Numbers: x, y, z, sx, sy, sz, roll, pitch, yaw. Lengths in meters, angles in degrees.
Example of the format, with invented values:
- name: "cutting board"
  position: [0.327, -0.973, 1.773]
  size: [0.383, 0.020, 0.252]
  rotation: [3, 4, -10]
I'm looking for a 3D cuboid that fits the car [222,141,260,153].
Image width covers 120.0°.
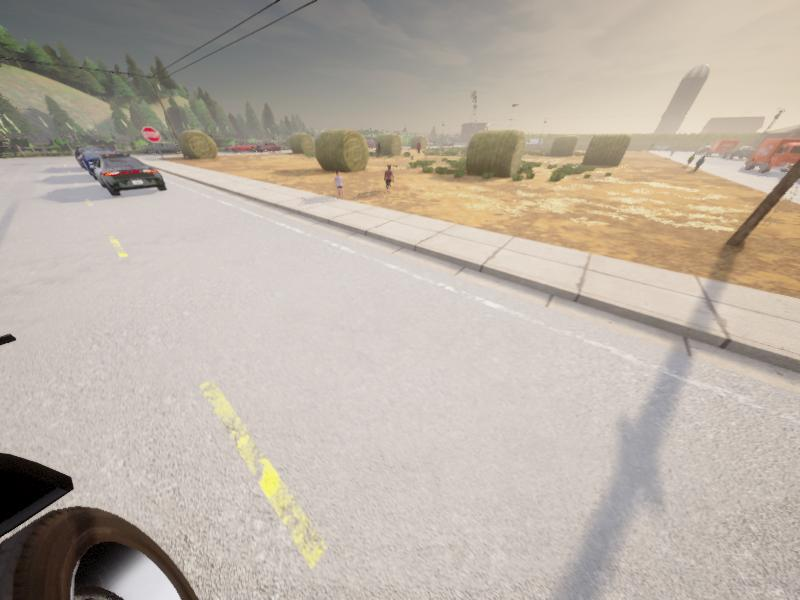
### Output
- name: "car"
  position: [-26.236, -25.297, 38.218]
  size: [2.007, 1.525, 4.514]
  rotation: [27, 43, 33]

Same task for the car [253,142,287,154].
- name: "car"
  position: [-21.482, -25.303, 38.338]
  size: [1.816, 1.474, 4.193]
  rotation: [27, 43, 33]

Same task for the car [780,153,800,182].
- name: "car"
  position: [28.487, -8.805, 15.489]
  size: [1.789, 1.549, 3.705]
  rotation: [24, 41, 30]

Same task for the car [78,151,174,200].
- name: "car"
  position: [-13.536, -6.286, 11.366]
  size: [4.974, 1.542, 2.038]
  rotation: [25, 42, 31]

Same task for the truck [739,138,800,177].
- name: "truck"
  position: [32.475, -12.131, 19.474]
  size: [2.627, 2.467, 5.204]
  rotation: [24, 42, 30]

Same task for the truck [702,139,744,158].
- name: "truck"
  position: [57.005, -26.938, 40.958]
  size: [2.627, 2.467, 5.204]
  rotation: [24, 42, 30]

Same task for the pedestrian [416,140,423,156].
- name: "pedestrian"
  position: [2.695, -21.444, 32.547]
  size: [0.751, 1.860, 0.751]
  rotation: [-1, 35, -2]

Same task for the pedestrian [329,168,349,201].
- name: "pedestrian"
  position: [-2.406, -4.560, 9.133]
  size: [0.500, 1.100, 0.500]
  rotation: [-13, 37, -19]

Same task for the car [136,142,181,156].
- name: "car"
  position: [-33.126, -20.846, 31.820]
  size: [1.970, 1.475, 3.806]
  rotation: [27, 43, 33]

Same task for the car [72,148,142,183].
- name: "car"
  position: [-18.831, -8.762, 14.813]
  size: [5.008, 1.535, 1.882]
  rotation: [25, 42, 31]

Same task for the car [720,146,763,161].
- name: "car"
  position: [50.629, -21.894, 34.398]
  size: [2.152, 1.651, 5.027]
  rotation: [24, 42, 30]

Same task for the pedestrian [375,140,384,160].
- name: "pedestrian"
  position: [-2.342, -17.055, 26.223]
  size: [0.751, 1.860, 0.751]
  rotation: [-15, 38, -21]

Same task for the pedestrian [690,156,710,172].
- name: "pedestrian"
  position: [23.893, -10.847, 18.420]
  size: [0.500, 1.100, 0.500]
  rotation: [-23, 41, -29]

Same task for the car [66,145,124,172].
- name: "car"
  position: [-24.241, -11.279, 18.331]
  size: [4.514, 1.525, 2.007]
  rotation: [25, 42, 31]

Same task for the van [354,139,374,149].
- name: "van"
  position: [-8.409, -36.965, 54.696]
  size: [1.775, 1.987, 4.442]
  rotation: [27, 43, 33]

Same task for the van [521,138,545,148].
- name: "van"
  position: [43.558, -51.596, 75.829]
  size: [5.915, 2.561, 1.988]
  rotation: [25, 42, 31]

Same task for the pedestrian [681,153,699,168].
- name: "pedestrian"
  position: [26.891, -12.914, 21.408]
  size: [0.500, 1.100, 0.500]
  rotation: [21, 40, 26]

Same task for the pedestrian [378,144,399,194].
- name: "pedestrian"
  position: [-0.502, -5.727, 10.131]
  size: [0.751, 1.860, 0.751]
  rotation: [-7, 36, -10]

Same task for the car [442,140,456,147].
- name: "car"
  position: [15.387, -49.169, 72.600]
  size: [2.097, 1.767, 4.553]
  rotation: [27, 43, 33]
